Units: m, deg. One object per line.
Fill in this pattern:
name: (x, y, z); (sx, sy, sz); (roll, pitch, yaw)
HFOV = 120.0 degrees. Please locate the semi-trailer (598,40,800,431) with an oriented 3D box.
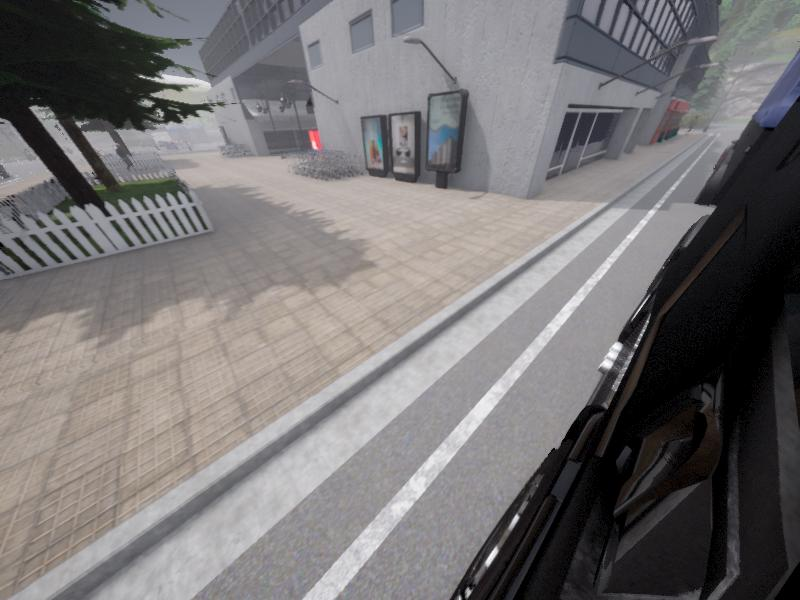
semi-trailer: (8.680, -3.611, 4.254); (14.254, 4.402, 2.717); (-28, 44, -30)

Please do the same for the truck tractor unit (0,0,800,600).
truck tractor unit: (2.645, -0.295, 0.351); (6.516, 4.208, 3.053); (-28, 44, -30)

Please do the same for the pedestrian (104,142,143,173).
pedestrian: (-19.999, -10.329, 16.775); (0.751, 1.860, 0.751); (-2, 37, 1)

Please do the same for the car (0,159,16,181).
car: (-31.650, -9.720, 16.823); (2.150, 2.045, 5.566); (-30, 45, -32)

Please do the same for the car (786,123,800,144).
car: (33.110, -13.351, 18.213); (4.514, 1.525, 2.007); (-29, 44, -31)

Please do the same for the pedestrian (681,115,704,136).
pedestrian: (33.571, -20.047, 26.552); (0.751, 1.860, 0.751); (16, 41, 23)

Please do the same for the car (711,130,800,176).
car: (16.679, -6.953, 10.783); (4.181, 1.385, 1.994); (-29, 44, -31)
